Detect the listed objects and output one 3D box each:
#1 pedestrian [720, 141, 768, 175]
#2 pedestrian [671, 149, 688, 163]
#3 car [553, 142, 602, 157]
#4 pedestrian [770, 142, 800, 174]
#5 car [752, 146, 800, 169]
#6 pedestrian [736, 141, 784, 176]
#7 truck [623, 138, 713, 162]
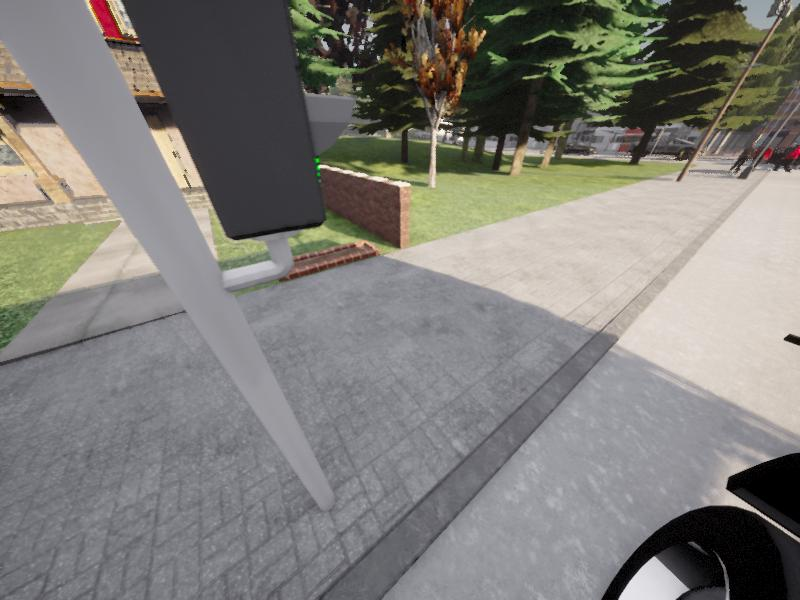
[{"bbox_3d":[22.776,-9.417,15.339,0.751,1.860,0.751,-10,36,-14],"label":"pedestrian"},{"bbox_3d":[27.686,-14.274,22.873,0.500,1.100,0.500,-17,38,-22],"label":"pedestrian"},{"bbox_3d":[25.363,-21.721,33.233,2.152,1.651,5.027,-22,41,-28],"label":"car"},{"bbox_3d":[28.005,-10.179,16.572,0.751,1.860,0.751,-23,41,-29],"label":"pedestrian"},{"bbox_3d":[34.331,-12.240,19.842,1.816,1.474,4.193,3,35,4],"label":"car"},{"bbox_3d":[23.355,-9.202,15.030,0.751,1.860,0.751,-13,37,-17],"label":"pedestrian"},{"bbox_3d":[30.729,-17.526,26.833,2.390,2.098,6.274,-22,40,-28],"label":"truck"}]
